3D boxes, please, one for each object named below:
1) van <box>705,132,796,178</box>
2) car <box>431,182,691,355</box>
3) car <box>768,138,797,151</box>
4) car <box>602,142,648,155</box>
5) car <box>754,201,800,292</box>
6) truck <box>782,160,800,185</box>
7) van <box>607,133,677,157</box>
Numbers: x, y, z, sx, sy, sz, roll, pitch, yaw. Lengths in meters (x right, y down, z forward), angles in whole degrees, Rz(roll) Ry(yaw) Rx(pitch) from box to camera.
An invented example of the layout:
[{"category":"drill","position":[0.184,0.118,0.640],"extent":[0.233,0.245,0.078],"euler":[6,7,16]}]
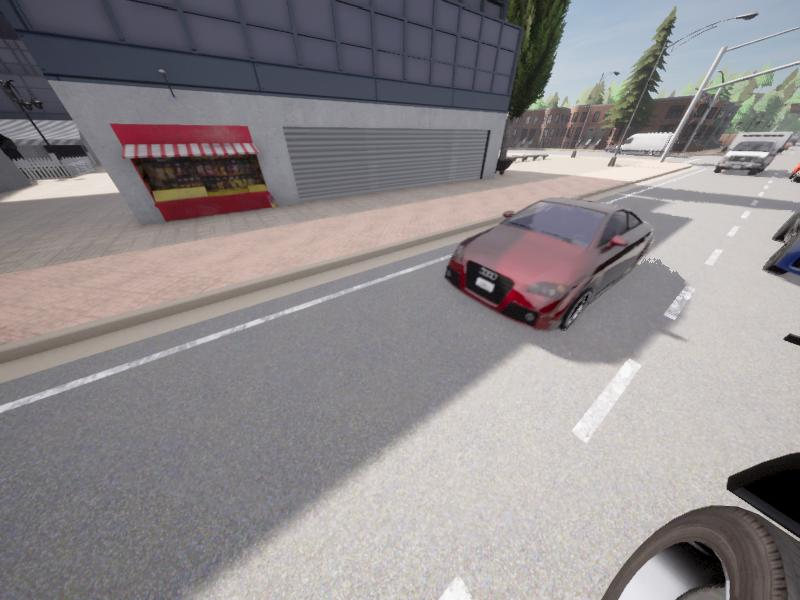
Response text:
[{"category":"van","position":[25.247,-10.564,16.619],"extent":[6.366,2.431,2.351],"euler":[-22,41,-28]},{"category":"car","position":[2.858,-1.032,4.168],"extent":[4.181,1.385,1.994],"euler":[-22,41,-28]},{"category":"car","position":[71.039,-28.914,42.892],"extent":[4.553,1.767,2.097],"euler":[-22,41,-28]},{"category":"car","position":[34.417,-23.377,35.519],"extent":[2.007,1.525,4.514],"euler":[-22,41,-28]},{"category":"car","position":[9.273,-1.303,4.248],"extent":[4.611,1.667,2.242],"euler":[-22,41,-28]},{"category":"truck","position":[24.386,-7.764,12.627],"extent":[5.204,2.467,2.627],"euler":[-22,40,-28]},{"category":"van","position":[33.040,-21.425,31.878],"extent":[1.988,2.561,5.915],"euler":[-22,41,-28]}]
